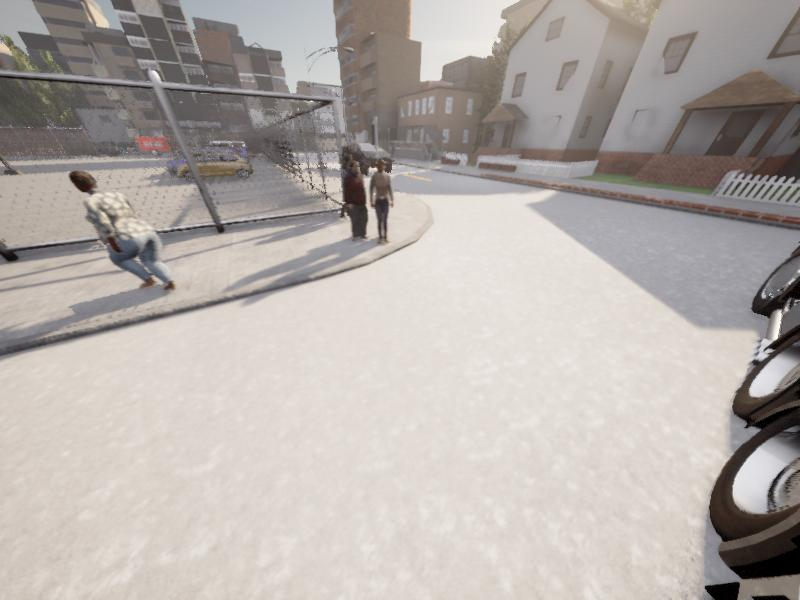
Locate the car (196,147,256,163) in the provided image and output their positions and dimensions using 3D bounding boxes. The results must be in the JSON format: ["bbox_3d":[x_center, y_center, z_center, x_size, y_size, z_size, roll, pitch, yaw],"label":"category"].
[{"bbox_3d":[-20.201,-17.111,27.130,5.357,1.415,2.033,-18,39,-24],"label":"car"}]

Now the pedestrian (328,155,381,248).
[{"bbox_3d":[-1.017,-2.315,5.492,0.751,1.860,0.751,28,44,34],"label":"pedestrian"}]

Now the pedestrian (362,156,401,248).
[{"bbox_3d":[-0.409,-2.259,5.417,0.751,1.860,0.751,-5,35,-8],"label":"pedestrian"}]

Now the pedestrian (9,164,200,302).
[{"bbox_3d":[-4.104,-0.939,3.481,0.751,1.860,0.751,0,35,-1],"label":"pedestrian"}]

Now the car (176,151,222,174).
[{"bbox_3d":[-15.552,-10.778,18.010,2.207,1.379,1.481,-18,39,-24],"label":"car"}]

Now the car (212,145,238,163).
[{"bbox_3d":[-20.229,-17.012,26.863,1.789,1.547,3.705,-18,39,-24],"label":"car"}]

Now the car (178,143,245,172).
[{"bbox_3d":[-15.855,-12.268,19.786,3.866,1.878,1.905,-18,39,-24],"label":"car"}]

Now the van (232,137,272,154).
[{"bbox_3d":[-28.001,-29.445,43.959,5.915,2.561,1.988,-15,38,-21],"label":"van"}]

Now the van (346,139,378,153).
[{"bbox_3d":[-8.136,-33.594,50.214,6.366,2.431,2.351,-18,39,-24],"label":"van"}]

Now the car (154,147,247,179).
[{"bbox_3d":[-13.976,-9.969,16.675,4.611,1.667,2.242,-18,39,-24],"label":"car"}]

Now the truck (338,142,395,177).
[{"bbox_3d":[-2.987,-11.943,19.358,2.390,2.098,6.274,-17,39,-24],"label":"truck"}]

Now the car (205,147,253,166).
[{"bbox_3d":[-17.551,-14.939,23.917,3.633,1.501,1.845,-18,39,-24],"label":"car"}]

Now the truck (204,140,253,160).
[{"bbox_3d":[-21.994,-19.390,29.850,4.478,2.038,2.069,-18,39,-24],"label":"truck"}]

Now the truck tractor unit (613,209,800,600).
[{"bbox_3d":[5.017,-0.382,0.911,6.516,4.208,3.053,-22,41,-28],"label":"truck tractor unit"}]

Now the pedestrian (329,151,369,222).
[{"bbox_3d":[-1.553,-3.518,7.220,0.751,1.860,0.751,-21,40,-28],"label":"pedestrian"}]

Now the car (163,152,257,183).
[{"bbox_3d":[-11.782,-8.532,14.745,4.193,1.474,1.816,-18,39,-24],"label":"car"}]
